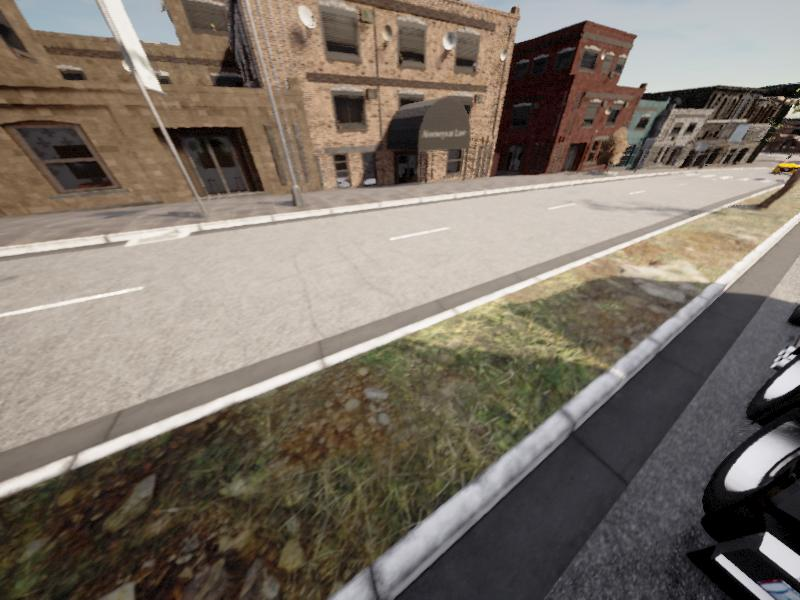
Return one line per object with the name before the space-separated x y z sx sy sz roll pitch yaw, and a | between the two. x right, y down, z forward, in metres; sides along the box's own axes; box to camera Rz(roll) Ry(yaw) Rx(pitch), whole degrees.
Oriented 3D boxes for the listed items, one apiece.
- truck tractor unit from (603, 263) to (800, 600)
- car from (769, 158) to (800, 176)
truck tractor unit | 5.111 -0.300 0.795 6.516 4.208 3.053 -18 39 -24
car | 45.352 -15.354 26.657 5.008 1.535 1.882 -15 38 -24
